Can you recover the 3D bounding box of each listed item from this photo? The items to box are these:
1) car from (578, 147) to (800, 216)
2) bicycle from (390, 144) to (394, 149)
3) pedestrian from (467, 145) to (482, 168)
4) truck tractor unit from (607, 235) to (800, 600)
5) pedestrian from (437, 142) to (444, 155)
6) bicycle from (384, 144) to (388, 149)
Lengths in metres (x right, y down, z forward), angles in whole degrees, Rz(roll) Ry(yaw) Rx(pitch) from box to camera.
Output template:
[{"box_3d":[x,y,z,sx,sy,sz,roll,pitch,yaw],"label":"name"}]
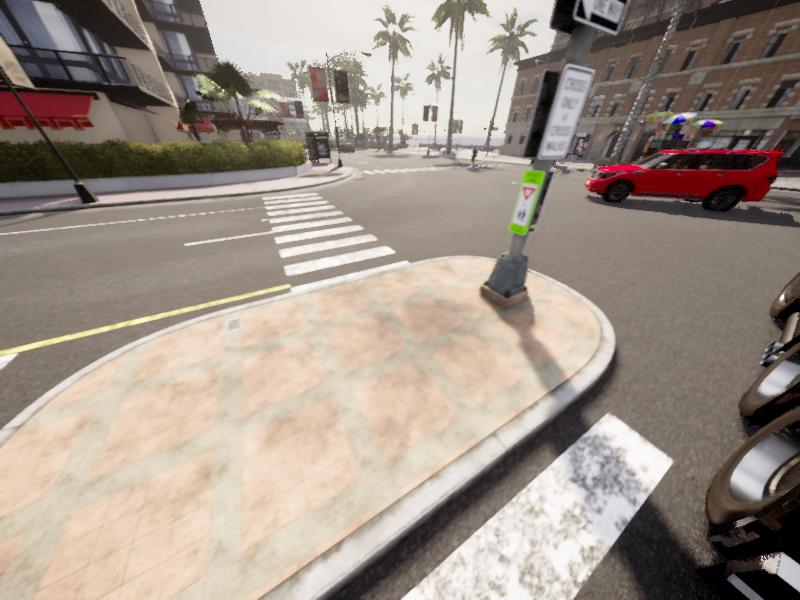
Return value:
[{"box_3d":[11.417,-5.190,9.798,5.566,2.045,2.150,15,37,21],"label":"car"},{"box_3d":[-2.270,-43.985,66.238,0.373,1.024,1.643,-18,39,-24],"label":"bicycle"},{"box_3d":[7.336,-14.164,22.817,0.751,1.860,0.751,-16,38,-23],"label":"pedestrian"},{"box_3d":[5.060,-0.348,0.851,6.516,4.208,3.053,-20,40,-26],"label":"truck tractor unit"},{"box_3d":[7.145,-26.790,40.742,0.751,1.860,0.751,-23,41,-30],"label":"pedestrian"},{"box_3d":[-4.024,-43.430,65.422,0.373,1.024,1.643,-18,39,-24],"label":"bicycle"}]
